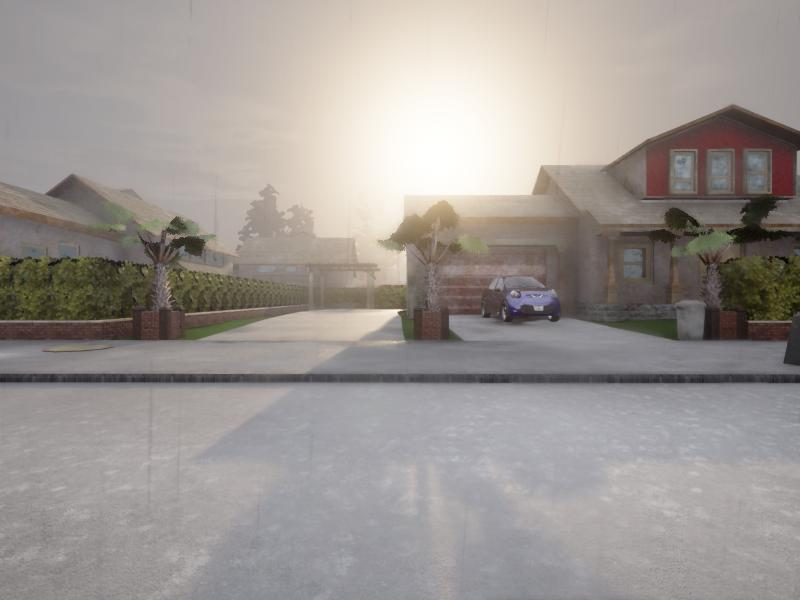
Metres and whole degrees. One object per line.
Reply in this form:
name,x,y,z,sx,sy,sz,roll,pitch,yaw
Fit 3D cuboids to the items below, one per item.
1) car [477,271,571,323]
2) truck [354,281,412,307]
car,3.891,-0.082,13.247,1.845,1.501,3.633,0,0,-3
truck,-2.477,-0.921,60.272,8.468,3.827,2.891,0,0,0
